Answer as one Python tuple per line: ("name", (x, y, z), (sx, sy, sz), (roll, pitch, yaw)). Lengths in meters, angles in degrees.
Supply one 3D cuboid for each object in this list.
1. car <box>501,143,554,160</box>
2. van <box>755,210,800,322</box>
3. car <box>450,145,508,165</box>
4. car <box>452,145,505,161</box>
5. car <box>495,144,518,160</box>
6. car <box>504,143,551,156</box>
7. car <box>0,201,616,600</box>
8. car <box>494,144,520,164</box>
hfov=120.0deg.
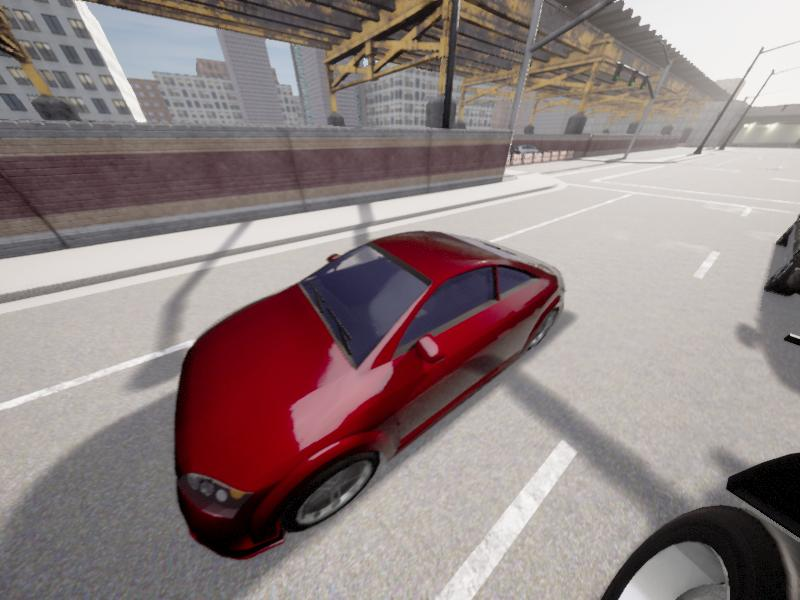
("car", (15.281, -17.964, 27.894), (4.974, 1.542, 2.038), (-4, 35, -5))
("van", (8.722, -1.429, 3.707), (5.915, 2.561, 1.988), (-22, 41, -28))
("car", (7.571, -14.270, 22.693), (4.974, 1.542, 2.038), (5, 36, 7))
("car", (7.519, -14.403, 22.609), (4.536, 1.218, 1.853), (5, 36, 7))
("car", (11.354, -15.964, 24.805), (1.853, 1.218, 4.536), (11, 37, 15))
("car", (15.229, -18.089, 27.798), (4.536, 1.218, 1.853), (-4, 35, -5))
("car", (0.036, 0.109, 2.569), (4.181, 1.385, 1.994), (-22, 41, -28))
("car", (11.338, -15.807, 24.856), (2.038, 1.542, 4.974), (11, 37, 15))
